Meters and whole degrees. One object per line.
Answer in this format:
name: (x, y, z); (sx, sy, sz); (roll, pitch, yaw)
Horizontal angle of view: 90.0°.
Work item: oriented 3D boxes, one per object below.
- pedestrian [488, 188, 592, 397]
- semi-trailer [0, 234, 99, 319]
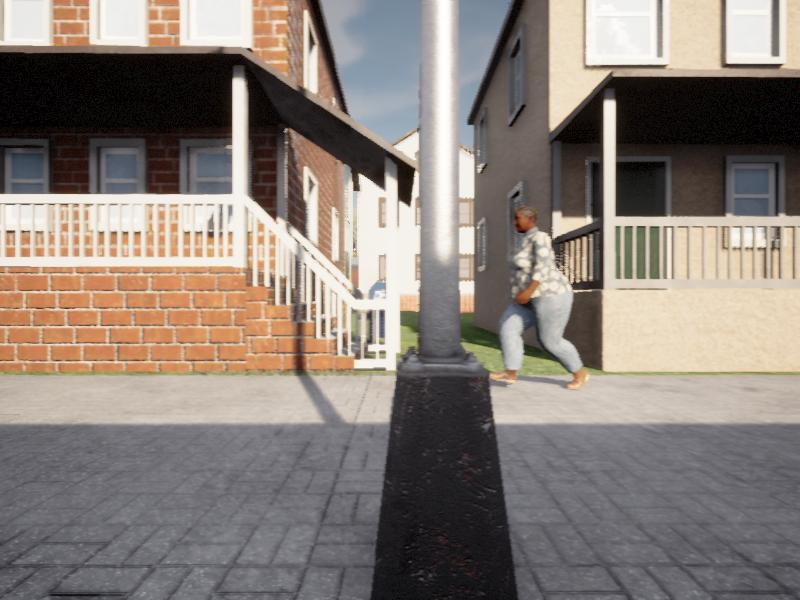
pedestrian: (1.330, -0.067, 3.929); (0.751, 1.860, 0.751); (0, 0, -1)
semi-trailer: (-22.026, -1.224, 20.339); (2.717, 4.402, 14.254); (0, 0, 0)
